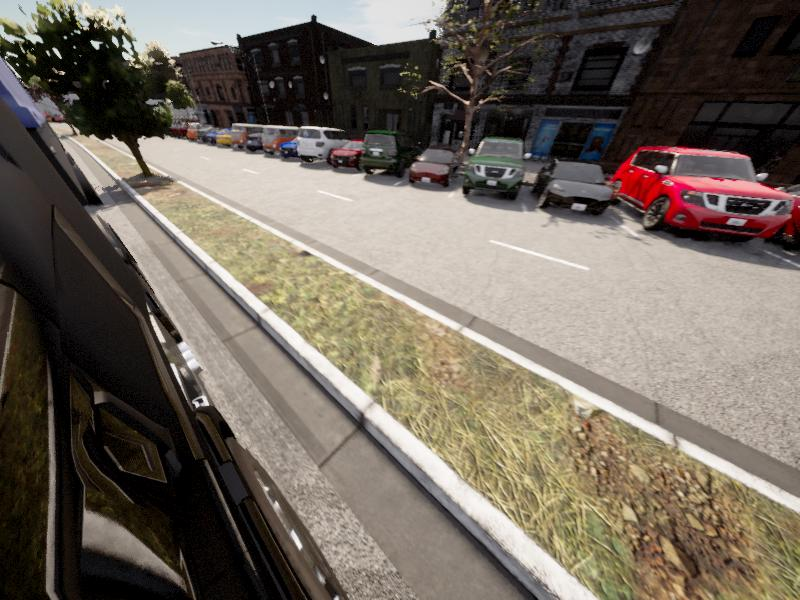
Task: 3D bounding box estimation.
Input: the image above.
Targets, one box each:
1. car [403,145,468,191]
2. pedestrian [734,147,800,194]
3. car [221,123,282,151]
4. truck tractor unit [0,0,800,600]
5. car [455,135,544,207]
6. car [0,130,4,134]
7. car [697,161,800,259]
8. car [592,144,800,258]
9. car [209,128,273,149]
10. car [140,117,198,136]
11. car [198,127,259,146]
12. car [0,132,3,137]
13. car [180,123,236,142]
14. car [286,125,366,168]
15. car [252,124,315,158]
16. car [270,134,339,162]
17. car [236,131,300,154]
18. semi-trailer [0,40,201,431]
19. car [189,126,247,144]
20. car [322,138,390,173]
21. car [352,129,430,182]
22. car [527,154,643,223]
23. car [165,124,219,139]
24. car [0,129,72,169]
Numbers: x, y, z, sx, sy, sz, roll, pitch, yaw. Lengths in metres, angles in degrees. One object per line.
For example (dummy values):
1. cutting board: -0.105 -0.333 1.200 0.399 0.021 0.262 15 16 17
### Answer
1. car: 2.026 -7.060 12.068 2.163 1.488 4.792 14 37 14
2. pedestrian: 18.039 -6.378 11.405 0.751 1.860 0.751 27 43 26
3. car: -14.107 -15.765 22.361 1.878 1.987 4.442 14 37 14
4. truck tractor unit: -2.645 -0.295 0.352 6.516 4.208 3.053 28 44 30
5. car: 4.342 -6.067 10.402 2.435 2.045 5.566 14 37 14
6. car: -47.231 -18.362 24.207 1.946 1.575 5.366 12 38 13
7. car: 11.220 -2.298 5.964 2.185 1.767 4.553 14 37 15
8. car: 8.942 -3.622 7.395 2.435 2.045 5.566 14 37 14
9. car: -16.339 -16.969 24.224 1.946 1.575 5.366 14 37 14
10. car: -35.259 -26.599 35.586 2.435 2.045 5.566 12 37 12
11. car: -18.710 -18.083 25.577 2.097 1.535 5.008 14 37 14
12. car: -42.469 -16.190 21.574 2.097 1.535 5.008 13 38 13
13. car: -23.401 -20.586 28.443 2.185 1.767 4.553 13 37 14
14. car: -4.846 -10.981 16.453 2.435 2.045 5.566 14 37 15
15. car: -9.490 -13.323 19.358 1.878 1.987 4.442 14 37 14
16. car: -7.160 -11.984 18.081 2.097 1.535 5.008 14 37 14
17. car: -11.765 -14.419 21.126 2.163 1.488 4.792 14 37 15
18. semi-trailer: -8.705 -3.581 4.246 14.254 4.402 2.717 28 43 30
19. car: -21.057 -19.284 27.049 2.231 1.521 4.892 13 37 14
20. car: -2.561 -9.543 15.079 2.097 1.535 5.008 14 37 14
21. car: -0.249 -8.541 13.451 2.435 2.045 5.566 14 37 15
22. car: 6.626 -4.618 9.064 2.163 1.488 4.792 14 37 14
23. car: -28.115 -22.886 31.456 2.097 1.535 5.008 13 37 13
24. car: -19.486 -8.029 12.138 4.181 1.385 1.994 28 43 30
